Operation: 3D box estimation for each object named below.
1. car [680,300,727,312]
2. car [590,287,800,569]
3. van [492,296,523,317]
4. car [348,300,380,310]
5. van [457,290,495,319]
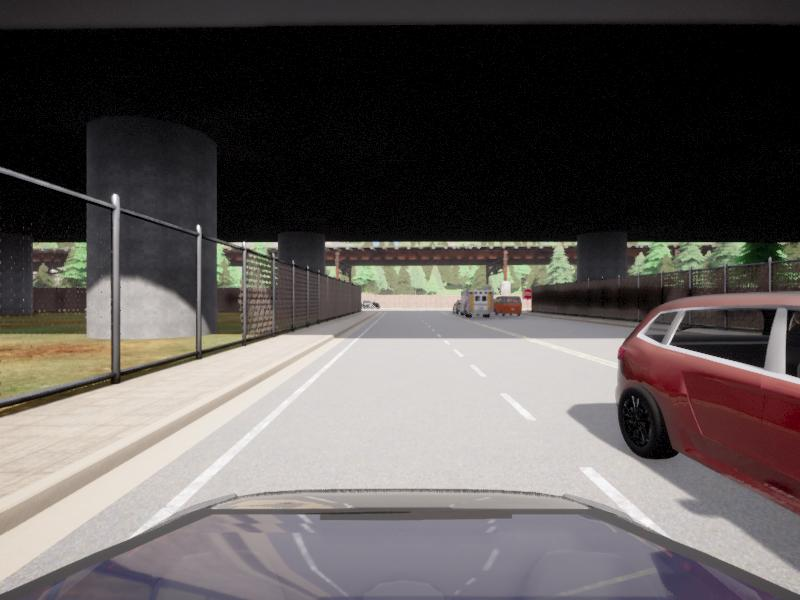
[{"bbox_3d":[42.674,0.774,56.339,5.238,1.638,1.930,0,0,1],"label":"car"},{"bbox_3d":[3.479,0.756,2.621,2.242,1.667,4.611,0,0,0],"label":"car"},{"bbox_3d":[10.506,0.601,39.389,1.775,1.987,4.442,0,0,0],"label":"van"},{"bbox_3d":[-6.010,0.775,67.456,5.238,1.638,1.930,0,0,0],"label":"car"},{"bbox_3d":[7.008,0.380,37.586,2.351,2.431,6.366,0,0,0],"label":"van"}]
